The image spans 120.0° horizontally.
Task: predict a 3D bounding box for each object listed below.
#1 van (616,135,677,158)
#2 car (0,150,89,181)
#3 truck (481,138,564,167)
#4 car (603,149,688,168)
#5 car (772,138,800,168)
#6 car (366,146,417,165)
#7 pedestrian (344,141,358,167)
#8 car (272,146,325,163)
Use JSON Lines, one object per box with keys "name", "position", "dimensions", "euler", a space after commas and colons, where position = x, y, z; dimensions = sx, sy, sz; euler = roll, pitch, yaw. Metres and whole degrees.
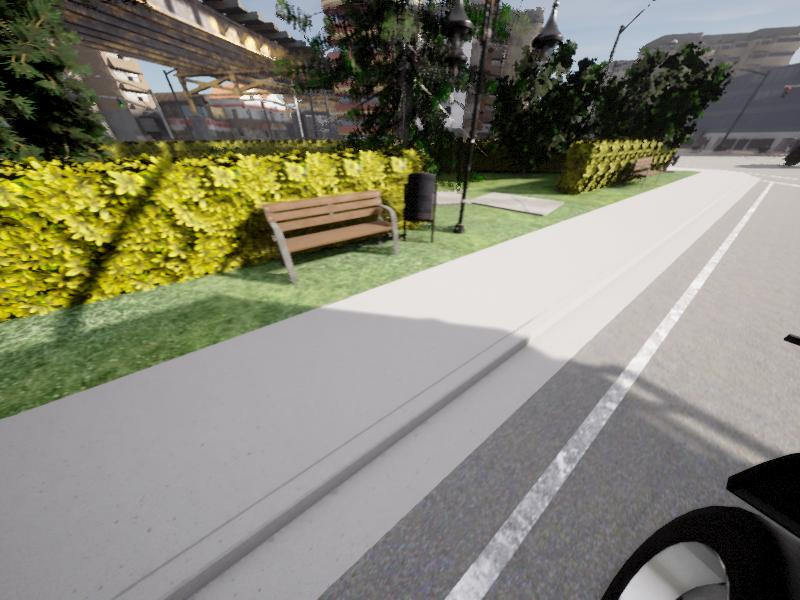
{"name": "van", "position": [33.948, -21.528, 32.267], "dimensions": [2.351, 2.431, 6.366], "euler": [6, 35, 9]}
{"name": "car", "position": [-27.640, -10.080, 17.126], "dimensions": [2.038, 1.542, 4.974], "euler": [6, 36, 9]}
{"name": "truck", "position": [11.305, -14.077, 21.978], "dimensions": [6.274, 2.098, 2.390], "euler": [6, 36, 9]}
{"name": "car", "position": [21.497, -12.590, 20.480], "dimensions": [4.718, 1.301, 1.895], "euler": [7, 36, 10]}
{"name": "car", "position": [35.936, -12.223, 19.214], "dimensions": [5.566, 2.045, 2.150], "euler": [-3, 35, -3]}
{"name": "car", "position": [-0.821, -15.105, 24.077], "dimensions": [4.792, 1.488, 2.163], "euler": [6, 36, 9]}
{"name": "pedestrian", "position": [-4.211, -12.578, 19.892], "dimensions": [0.751, 1.860, 0.751], "euler": [8, 36, 12]}
{"name": "car", "position": [-11.264, -16.314, 25.853], "dimensions": [4.902, 1.511, 2.128], "euler": [7, 36, 11]}
